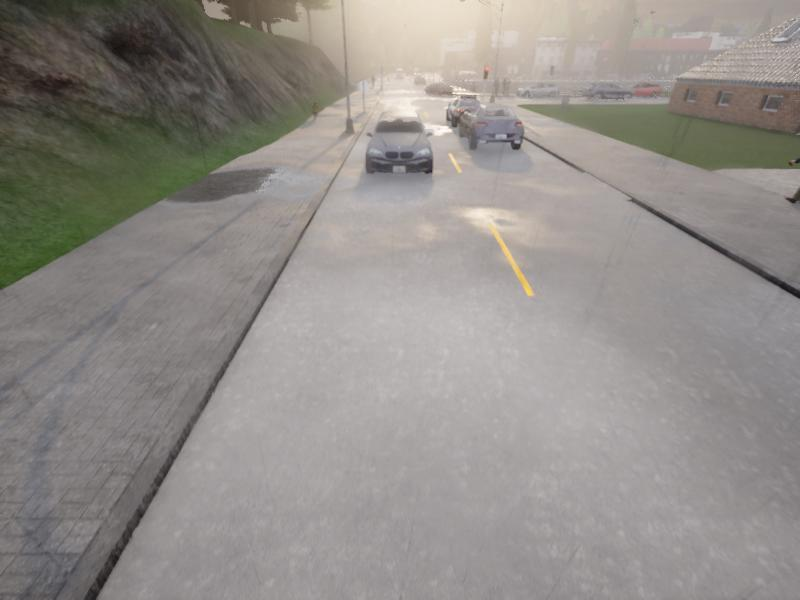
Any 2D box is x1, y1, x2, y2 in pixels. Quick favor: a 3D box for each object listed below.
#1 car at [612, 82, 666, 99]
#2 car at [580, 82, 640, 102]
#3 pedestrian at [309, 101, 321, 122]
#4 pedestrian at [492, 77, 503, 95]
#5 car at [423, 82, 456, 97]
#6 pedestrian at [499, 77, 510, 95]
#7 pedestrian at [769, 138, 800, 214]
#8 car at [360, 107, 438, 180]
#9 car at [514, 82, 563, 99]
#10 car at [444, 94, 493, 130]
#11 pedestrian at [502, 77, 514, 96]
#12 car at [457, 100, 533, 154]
[{"bbox_3d":[26.470,-23.265,44.384,4.514,1.525,2.007,0,30,0],"label":"car"},{"bbox_3d":[21.373,-21.291,40.896,4.856,1.649,2.033,0,30,0],"label":"car"},{"bbox_3d":[-5.131,-11.380,24.160,0.500,1.100,0.500,1,30,2],"label":"pedestrian"},{"bbox_3d":[11.268,-24.722,46.242,0.751,1.860,0.751,-17,35,-27],"label":"pedestrian"},{"bbox_3d":[4.701,-25.456,48.268,1.994,1.385,4.181,-15,33,-23],"label":"car"},{"bbox_3d":[12.146,-24.865,46.489,0.751,1.860,0.751,-2,30,-3],"label":"pedestrian"},{"bbox_3d":[9.394,-2.954,8.993,0.751,1.860,0.751,0,30,0],"label":"pedestrian"},{"bbox_3d":[-0.018,-5.575,13.913,2.242,1.667,4.611,0,30,0],"label":"car"},{"bbox_3d":[15.304,-23.258,44.359,4.514,1.525,2.007,0,30,0],"label":"car"},{"bbox_3d":[3.971,-11.369,23.978,2.038,1.542,4.974,0,30,0],"label":"car"},{"bbox_3d":[12.420,-24.570,46.000,0.751,1.860,0.751,23,37,34],"label":"pedestrian"},{"bbox_3d":[3.977,-7.826,17.821,2.152,1.651,5.027,0,30,0],"label":"car"}]
